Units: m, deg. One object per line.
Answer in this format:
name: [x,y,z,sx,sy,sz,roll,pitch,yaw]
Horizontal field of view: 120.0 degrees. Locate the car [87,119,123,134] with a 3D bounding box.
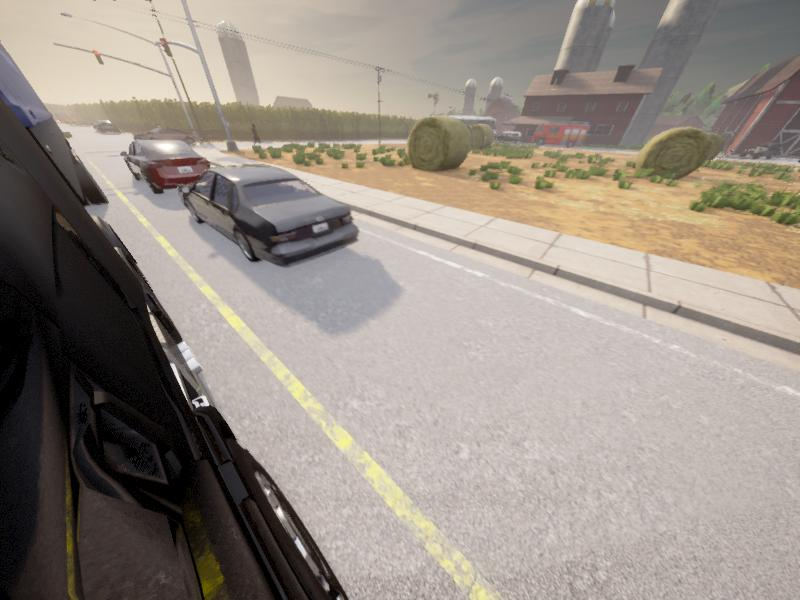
car: [-41.658,-24.511,32.604,4.792,1.488,2.163,26,43,28]

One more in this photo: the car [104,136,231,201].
car: [-8.918,-5.248,8.851,4.792,1.488,2.163,28,44,30]

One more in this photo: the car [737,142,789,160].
car: [52.989,-21.840,33.804,3.866,1.878,1.905,-4,43,-5]

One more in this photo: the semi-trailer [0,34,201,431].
semi-trailer: [-8.652,-3.632,4.279,14.254,4.402,2.717,29,44,30]

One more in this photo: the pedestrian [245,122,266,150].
pedestrian: [-12.266,-13.922,19.618,0.751,1.860,0.751,24,42,26]

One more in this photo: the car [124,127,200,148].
car: [-21.373,-14.798,20.965,1.994,1.385,4.181,18,40,20]

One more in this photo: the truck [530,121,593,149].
truck: [29.397,-30.413,42.493,8.468,3.827,2.891,25,42,27]

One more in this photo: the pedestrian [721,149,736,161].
pedestrian: [40.314,-17.819,28.372,0.500,1.100,0.500,27,44,29]

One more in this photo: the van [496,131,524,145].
van: [22.305,-32.998,47.000,4.480,2.038,2.069,25,43,27]

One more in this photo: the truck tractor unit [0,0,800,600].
truck tractor unit: [-2.645,-0.295,0.351,6.516,4.208,3.053,28,44,30]

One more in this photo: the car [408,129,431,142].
car: [3.797,-31.412,44.091,2.097,1.767,4.553,26,43,28]

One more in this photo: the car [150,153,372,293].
car: [-3.270,-2.211,5.214,5.357,1.411,2.033,28,44,30]

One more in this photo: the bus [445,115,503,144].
bus: [14.595,-34.750,47.056,10.273,4.253,3.944,7,37,6]

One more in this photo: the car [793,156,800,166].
car: [51.227,-16.616,27.438,4.181,1.385,1.994,25,43,27]
